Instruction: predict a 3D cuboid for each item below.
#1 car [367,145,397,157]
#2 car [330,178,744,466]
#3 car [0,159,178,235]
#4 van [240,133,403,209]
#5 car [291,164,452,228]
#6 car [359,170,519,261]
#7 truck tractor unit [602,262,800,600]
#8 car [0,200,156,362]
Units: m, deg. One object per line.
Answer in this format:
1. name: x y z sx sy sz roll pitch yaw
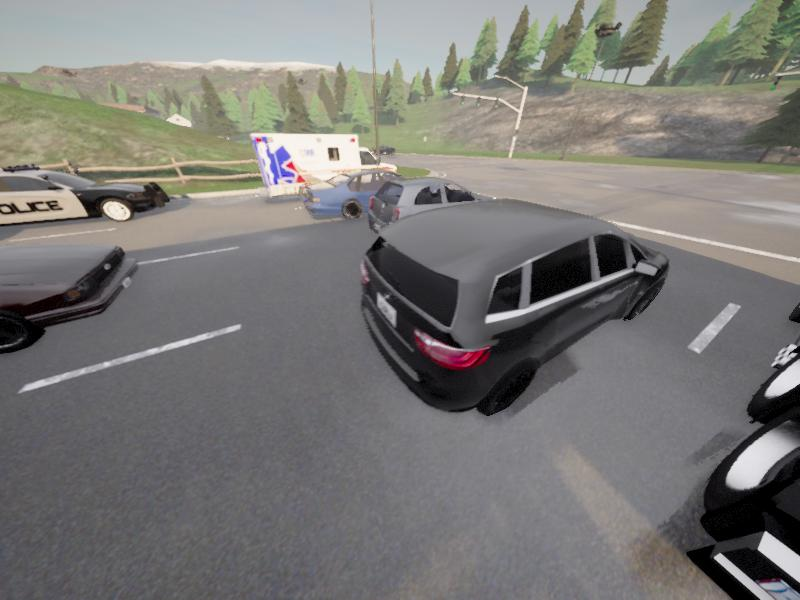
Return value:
1. car: -2.961 -24.863 38.411 4.892 1.490 1.837 23 40 29
2. car: 1.765 -0.474 3.238 4.611 1.667 2.242 -18 39 -24
3. car: -10.861 -3.282 7.200 5.238 1.638 1.930 -18 39 -24
4. van: -3.199 -6.093 10.611 6.366 2.431 2.351 -18 39 -24
5. car: -0.887 -4.113 8.688 5.357 1.411 2.033 -18 39 -24
6. car: 1.012 -2.484 6.244 3.633 1.501 1.845 -18 39 -25
7. truck tractor unit: 5.104 -0.309 0.783 6.516 4.208 3.053 -19 39 -24
8. car: -6.854 0.128 2.545 5.357 1.411 2.033 -18 39 -24
